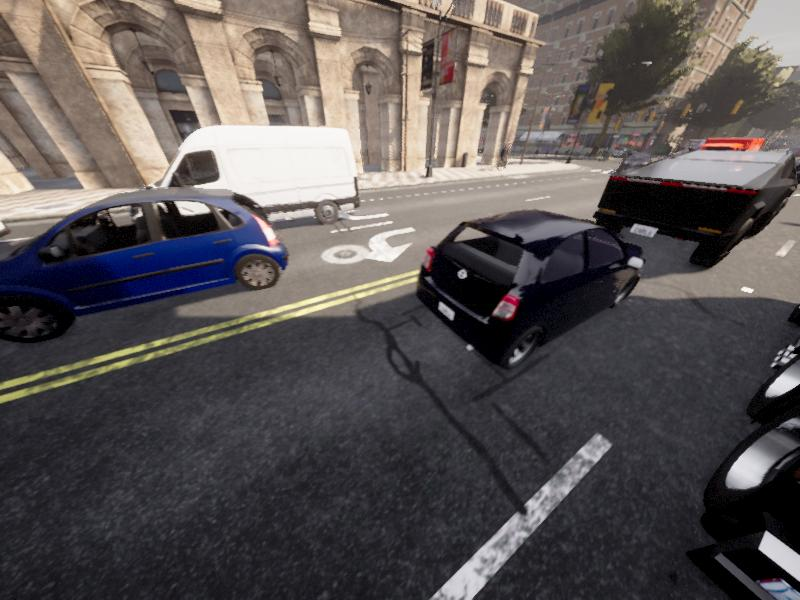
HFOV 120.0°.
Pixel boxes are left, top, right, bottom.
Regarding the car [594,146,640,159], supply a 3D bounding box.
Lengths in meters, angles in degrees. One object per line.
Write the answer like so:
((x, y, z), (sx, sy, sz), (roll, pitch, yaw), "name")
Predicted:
((35.303, -24.220, 37.783), (2.038, 1.542, 4.974), (-22, 41, -29), "car")

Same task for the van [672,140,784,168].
((35.362, -16.127, 25.363), (6.366, 2.431, 2.351), (13, 37, 17), "van")

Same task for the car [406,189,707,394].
((2.143, -0.557, 3.482), (3.633, 1.501, 1.845), (-18, 39, -24), "car")

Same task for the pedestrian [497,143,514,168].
((9.641, -13.236, 21.176), (0.751, 1.860, 0.751), (-15, 38, -21), "pedestrian")

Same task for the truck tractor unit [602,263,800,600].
((5.109, -0.301, 0.790), (6.516, 4.208, 3.053), (-18, 39, -24), "truck tractor unit")

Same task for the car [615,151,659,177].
((19.542, -11.273, 19.038), (1.845, 1.501, 3.633), (30, 45, 35), "car")

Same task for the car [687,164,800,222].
((13.830, -4.359, 9.097), (3.806, 1.475, 1.970), (-18, 39, -25), "car")

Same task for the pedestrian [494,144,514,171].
((8.484, -11.659, 18.898), (0.751, 1.860, 0.751), (-7, 36, -11), "pedestrian")

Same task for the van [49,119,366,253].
((-4.249, -3.517, 6.802), (5.915, 2.561, 1.988), (-18, 39, -24), "van")

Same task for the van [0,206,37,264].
((-11.531, -1.166, 3.362), (5.915, 2.561, 1.988), (-18, 39, -24), "van")

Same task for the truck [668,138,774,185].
((22.335, -9.845, 16.180), (5.204, 2.467, 2.627), (-18, 39, -24), "truck")

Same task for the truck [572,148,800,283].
((7.935, -2.669, 6.072), (6.274, 2.098, 2.390), (-18, 39, -25), "truck")

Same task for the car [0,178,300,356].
((-4.118, -0.873, 3.819), (3.988, 1.617, 1.851), (-18, 39, -24), "car")

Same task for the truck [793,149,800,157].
((77.027, -28.527, 42.312), (8.468, 3.827, 2.891), (-18, 39, -25), "truck")

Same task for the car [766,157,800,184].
((27.926, -8.975, 15.946), (4.181, 1.385, 1.994), (-18, 39, -25), "car")
